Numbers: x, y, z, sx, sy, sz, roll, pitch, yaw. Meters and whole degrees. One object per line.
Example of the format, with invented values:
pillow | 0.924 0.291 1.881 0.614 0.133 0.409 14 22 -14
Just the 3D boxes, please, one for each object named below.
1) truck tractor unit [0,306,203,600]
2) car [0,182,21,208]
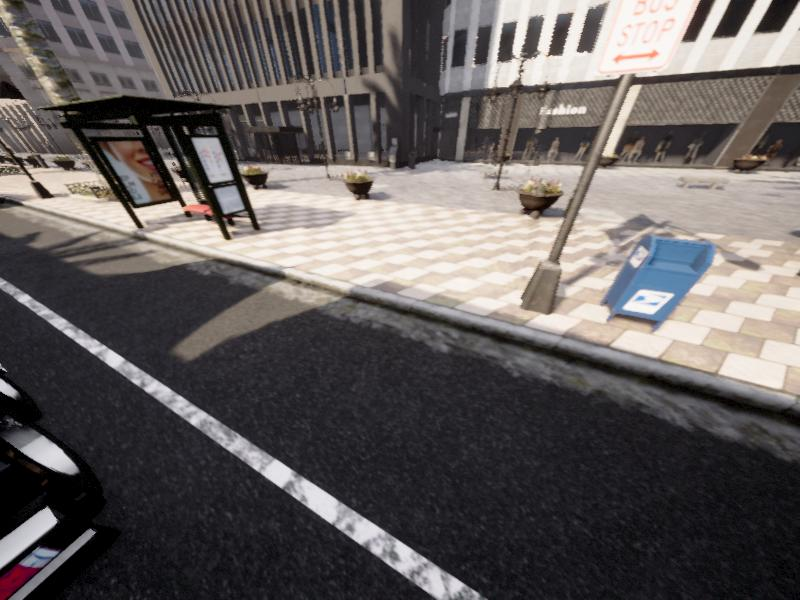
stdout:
truck tractor unit | -5.185 -0.218 0.677 6.516 4.208 3.053 15 38 21
car | -19.354 -4.800 9.740 4.892 1.521 2.231 15 38 20
